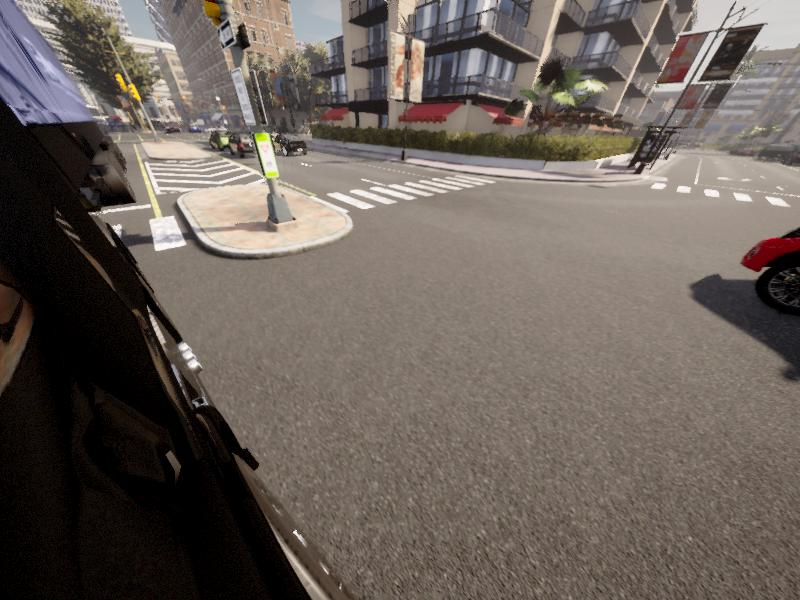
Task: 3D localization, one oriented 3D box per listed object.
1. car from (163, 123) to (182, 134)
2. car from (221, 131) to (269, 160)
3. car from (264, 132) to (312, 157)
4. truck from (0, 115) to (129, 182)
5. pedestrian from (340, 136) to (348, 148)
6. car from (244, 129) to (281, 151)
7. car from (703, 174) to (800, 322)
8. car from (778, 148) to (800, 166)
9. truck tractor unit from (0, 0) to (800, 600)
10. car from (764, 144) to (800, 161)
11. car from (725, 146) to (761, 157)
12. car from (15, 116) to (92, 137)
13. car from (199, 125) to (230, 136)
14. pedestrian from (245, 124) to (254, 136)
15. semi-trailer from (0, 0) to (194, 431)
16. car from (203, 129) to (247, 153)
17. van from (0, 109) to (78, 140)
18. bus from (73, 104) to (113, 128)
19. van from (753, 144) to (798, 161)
[{"bbox_3d":[-43.161,-32.571,43.861,2.038,1.542,4.974,-23,43,-29],"label":"car"},{"bbox_3d":[-11.893,-11.907,17.701,1.789,1.549,3.705,-28,46,-34],"label":"car"},{"bbox_3d":[-9.767,-13.529,20.046,1.837,1.490,4.892,-28,46,-34],"label":"car"},{"bbox_3d":[-15.400,-7.471,11.087,2.390,2.098,6.274,-28,46,-34],"label":"truck"},{"bbox_3d":[-6.218,-17.472,25.576,0.500,1.100,0.500,-27,46,-34],"label":"pedestrian"},{"bbox_3d":[-14.081,-16.445,23.647,1.851,1.617,3.988,-28,46,-34],"label":"car"},{"bbox_3d":[7.169,0.385,1.763,2.150,2.045,5.566,1,37,-3],"label":"car"},{"bbox_3d":[50.877,-17.947,29.076,2.242,1.667,4.611,31,45,33],"label":"car"},{"bbox_3d":[-2.645,-0.295,0.351,6.516,4.208,3.053,28,44,30],"label":"truck tractor unit"},{"bbox_3d":[64.248,-24.327,38.065,2.150,2.045,5.566,21,41,24],"label":"car"},{"bbox_3d":[63.551,-27.546,42.904,1.994,1.385,4.181,19,40,21],"label":"car"},{"bbox_3d":[-42.027,-21.134,28.237,4.605,1.855,1.932,-12,38,-18],"label":"car"},{"bbox_3d":[-32.663,-29.814,40.710,3.633,1.501,1.845,-28,46,-34],"label":"car"},{"bbox_3d":[-30.487,-34.416,46.700,0.751,1.860,0.751,26,43,28],"label":"pedestrian"},{"bbox_3d":[-8.317,-3.816,4.600,2.717,4.402,14.254,-29,47,-35],"label":"semi-trailer"},{"bbox_3d":[-16.111,-14.699,21.257,2.007,1.525,4.514,-28,46,-34],"label":"car"},{"bbox_3d":[-39.114,-18.081,23.825,6.366,2.431,2.351,-28,46,-34],"label":"van"},{"bbox_3d":[-76.637,-46.116,58.013,3.944,4.253,10.273,-28,46,-34],"label":"bus"},{"bbox_3d":[58.466,-23.064,36.101,1.775,1.987,4.442,24,42,27],"label":"van"}]
